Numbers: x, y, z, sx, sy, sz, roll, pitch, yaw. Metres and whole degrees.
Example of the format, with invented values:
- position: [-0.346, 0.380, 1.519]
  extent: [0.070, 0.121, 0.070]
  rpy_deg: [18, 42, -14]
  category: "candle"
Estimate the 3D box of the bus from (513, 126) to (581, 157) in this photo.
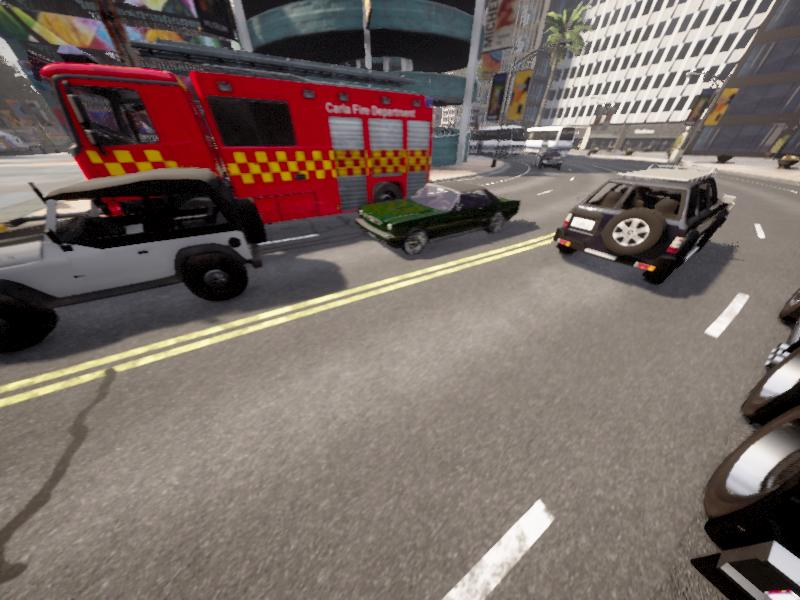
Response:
- position: [26.266, -29.099, 42.389]
  extent: [3.944, 4.253, 10.273]
  rpy_deg: [-7, 36, -11]
  category: "bus"

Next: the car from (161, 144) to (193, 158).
- position: [-30.661, -20.678, 31.965]
  extent: [2.128, 1.511, 4.902]
  rpy_deg: [-18, 39, -25]
  category: "car"

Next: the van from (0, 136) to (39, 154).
- position: [-67.792, -27.068, 40.241]
  extent: [2.351, 2.431, 6.366]
  rpy_deg: [-18, 39, -24]
  category: "van"

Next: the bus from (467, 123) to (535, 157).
- position: [16.949, -27.686, 40.292]
  extent: [3.944, 4.253, 10.273]
  rpy_deg: [-16, 36, -21]
  category: "bus"

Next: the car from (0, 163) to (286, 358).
- position: [-4.271, -0.926, 3.649]
  extent: [3.866, 1.878, 1.905]
  rpy_deg: [-18, 39, -25]
  category: "car"

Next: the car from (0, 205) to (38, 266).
- position: [-11.178, -0.838, 3.735]
  extent: [5.366, 1.575, 1.801]
  rpy_deg: [-18, 39, -24]
  category: "car"

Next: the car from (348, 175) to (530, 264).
- position: [1.195, -2.525, 6.519]
  extent: [4.718, 1.301, 1.895]
  rpy_deg: [-20, 40, -26]
  category: "car"

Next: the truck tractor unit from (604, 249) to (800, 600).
- position: [5.087, -0.323, 0.820]
  extent: [6.516, 4.208, 3.053]
  rpy_deg: [-19, 40, -25]
  category: "truck tractor unit"

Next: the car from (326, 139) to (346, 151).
- position: [-14.182, -34.249, 51.032]
  extent: [2.435, 2.045, 5.566]
  rpy_deg: [-18, 39, -25]
  category: "car"

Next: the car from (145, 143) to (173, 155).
- position: [-40.030, -25.233, 38.507]
  extent: [2.161, 1.482, 4.786]
  rpy_deg: [-18, 39, -25]
  category: "car"

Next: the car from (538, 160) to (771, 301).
- position: [5.637, -1.922, 5.178]
  extent: [4.605, 1.855, 1.932]
  rpy_deg: [-20, 40, -27]
  category: "car"

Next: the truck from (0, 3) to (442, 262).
- position: [-3.157, -4.378, 6.932]
  extent: [8.468, 3.827, 2.891]
  rpy_deg: [-19, 39, -25]
  category: "truck"

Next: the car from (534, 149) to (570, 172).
- position: [14.534, -13.610, 22.385]
  extent: [2.038, 1.542, 4.974]
  rpy_deg: [13, 37, 18]
  category: "car"
